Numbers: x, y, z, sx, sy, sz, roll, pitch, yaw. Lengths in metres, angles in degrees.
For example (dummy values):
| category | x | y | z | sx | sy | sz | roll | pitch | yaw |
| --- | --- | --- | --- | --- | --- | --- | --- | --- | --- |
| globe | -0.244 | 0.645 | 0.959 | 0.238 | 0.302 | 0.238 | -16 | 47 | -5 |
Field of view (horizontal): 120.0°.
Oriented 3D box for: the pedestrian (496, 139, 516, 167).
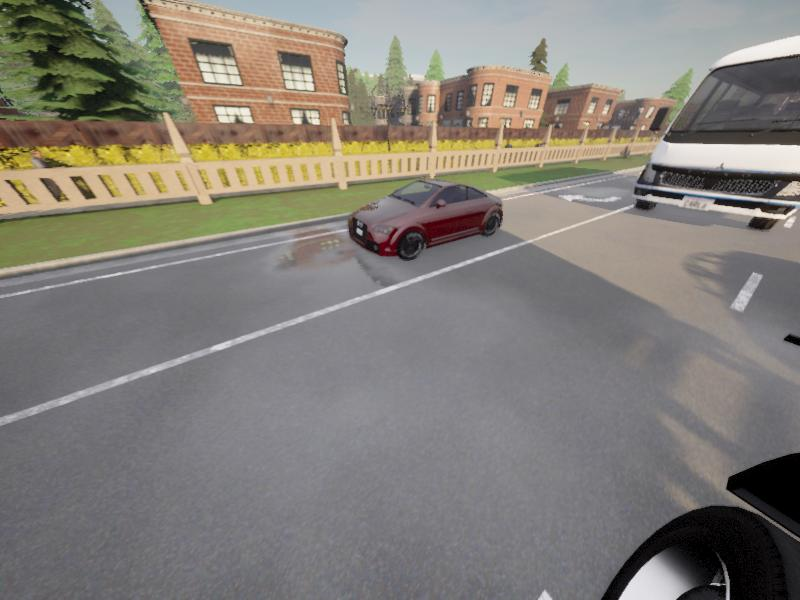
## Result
| category | x | y | z | sx | sy | sz | roll | pitch | yaw |
| --- | --- | --- | --- | --- | --- | --- | --- | --- | --- |
| pedestrian | 8.603 | -11.915 | 18.758 | 0.751 | 1.860 | 0.751 | -21 | 40 | -26 |

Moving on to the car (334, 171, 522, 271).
| category | x | y | z | sx | sy | sz | roll | pitch | yaw |
| --- | --- | --- | --- | --- | --- | --- | --- | --- | --- |
| car | 0.771 | -2.314 | 5.982 | 4.181 | 1.385 | 1.994 | -21 | 40 | -26 |

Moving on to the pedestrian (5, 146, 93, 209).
| category | x | y | z | sx | sy | sz | roll | pitch | yaw |
| --- | --- | --- | --- | --- | --- | --- | --- | --- | --- |
| pedestrian | -12.441 | -4.384 | 8.296 | 0.751 | 1.860 | 0.751 | -20 | 40 | -26 |

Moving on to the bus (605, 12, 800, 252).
| category | x | y | z | sx | sy | sz | roll | pitch | yaw |
| --- | --- | --- | --- | --- | --- | --- | --- | --- | --- |
| bus | 12.620 | -5.442 | 7.802 | 10.273 | 4.253 | 3.944 | -21 | 40 | -26 |

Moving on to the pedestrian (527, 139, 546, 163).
| category | x | y | z | sx | sy | sz | roll | pitch | yaw |
| --- | --- | --- | --- | --- | --- | --- | --- | --- | --- |
| pedestrian | 12.683 | -13.906 | 21.537 | 0.751 | 1.860 | 0.751 | -21 | 40 | -27 |
